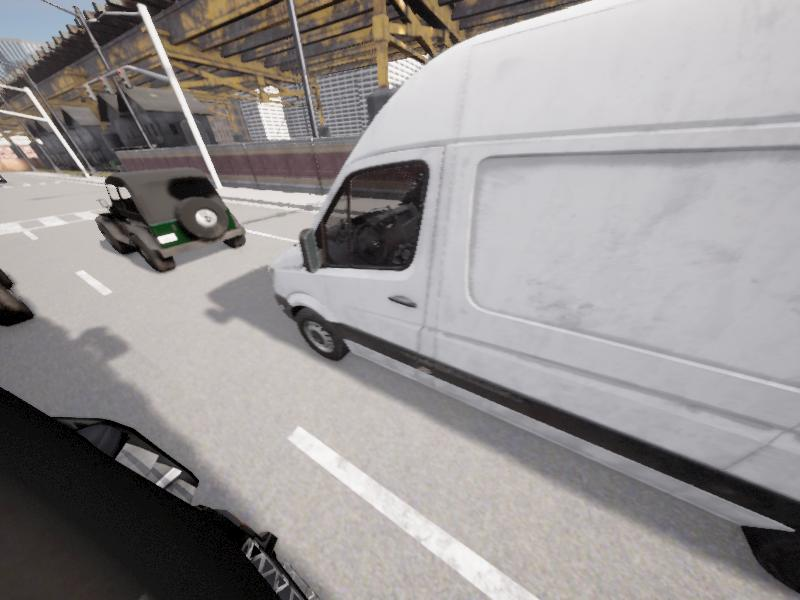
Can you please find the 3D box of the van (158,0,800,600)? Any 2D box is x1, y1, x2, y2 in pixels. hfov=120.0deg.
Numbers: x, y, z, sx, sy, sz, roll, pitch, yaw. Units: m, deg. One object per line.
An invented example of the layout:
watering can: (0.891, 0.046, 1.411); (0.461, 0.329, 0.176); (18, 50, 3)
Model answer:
van: (1.203, -0.330, 1.961); (5.915, 2.561, 1.988); (16, 38, 25)

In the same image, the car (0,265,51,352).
car: (-7.362, -0.309, 3.062); (3.866, 1.878, 1.905); (16, 38, 26)

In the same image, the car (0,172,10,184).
car: (-48.522, -14.508, 26.971); (5.027, 1.651, 2.152); (16, 38, 26)

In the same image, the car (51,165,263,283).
car: (-5.714, -2.088, 5.588); (3.866, 1.878, 1.905); (16, 38, 26)
